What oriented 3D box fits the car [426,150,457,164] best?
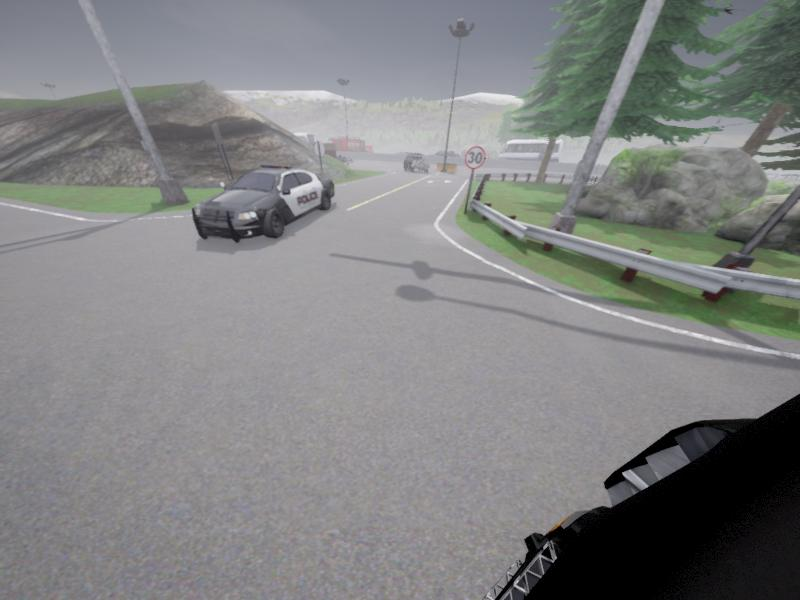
[{"bbox_3d":[8.169,-28.236,45.496,5.566,2.045,2.150,12,35,14],"label":"car"}]

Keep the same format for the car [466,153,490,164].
[{"bbox_3d":[16.701,-30.326,49.551,4.611,1.667,2.242,12,35,14],"label":"car"}]

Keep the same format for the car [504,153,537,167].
[{"bbox_3d":[24.613,-28.799,47.412,5.566,2.045,2.150,12,35,14],"label":"car"}]

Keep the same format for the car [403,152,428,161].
[{"bbox_3d":[3.476,-33.030,53.034,5.357,1.411,2.033,12,35,14],"label":"car"}]

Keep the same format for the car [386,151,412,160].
[{"bbox_3d":[-0.320,-31.882,50.882,5.366,1.575,1.801,12,35,14],"label":"car"}]

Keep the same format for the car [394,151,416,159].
[{"bbox_3d":[1.203,-35.590,56.665,4.892,1.490,1.837,12,35,14],"label":"car"}]

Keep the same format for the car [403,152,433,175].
[{"bbox_3d":[1.809,-14.930,25.098,1.932,1.855,4.605,-2,33,-12],"label":"car"}]

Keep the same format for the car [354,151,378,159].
[{"bbox_3d":[-7.237,-31.200,49.665,4.718,1.301,1.895,12,35,14],"label":"car"}]

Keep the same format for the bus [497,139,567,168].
[{"bbox_3d":[24.353,-27.691,43.689,10.273,4.253,3.944,10,34,15],"label":"bus"}]

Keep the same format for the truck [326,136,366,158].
[{"bbox_3d":[-12.396,-35.401,53.391,8.468,3.827,2.891,12,35,14],"label":"truck"}]

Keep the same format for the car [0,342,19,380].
[{"bbox_3d":[-5.964,1.350,0.258,5.357,1.411,2.033,-20,40,-30],"label":"car"}]

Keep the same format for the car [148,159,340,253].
[{"bbox_3d":[-3.907,-3.286,7.212,2.038,1.542,4.974,7,36,8],"label":"car"}]

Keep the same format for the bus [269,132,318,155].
[{"bbox_3d":[-25.956,-38.401,56.652,10.273,4.253,3.944,12,35,14],"label":"bus"}]

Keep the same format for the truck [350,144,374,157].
[{"bbox_3d":[-9.621,-38.308,59.188,5.204,2.467,2.627,12,35,14],"label":"truck"}]

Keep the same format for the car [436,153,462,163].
[{"bbox_3d":[10.227,-29.655,48.155,4.856,1.649,2.033,12,35,14],"label":"car"}]

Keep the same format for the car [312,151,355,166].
[{"bbox_3d":[-9.062,-19.421,31.651,5.357,1.411,2.033,12,35,14],"label":"car"}]

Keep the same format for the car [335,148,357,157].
[{"bbox_3d":[-13.360,-36.652,57.345,4.902,1.511,2.128,12,35,14],"label":"car"}]
